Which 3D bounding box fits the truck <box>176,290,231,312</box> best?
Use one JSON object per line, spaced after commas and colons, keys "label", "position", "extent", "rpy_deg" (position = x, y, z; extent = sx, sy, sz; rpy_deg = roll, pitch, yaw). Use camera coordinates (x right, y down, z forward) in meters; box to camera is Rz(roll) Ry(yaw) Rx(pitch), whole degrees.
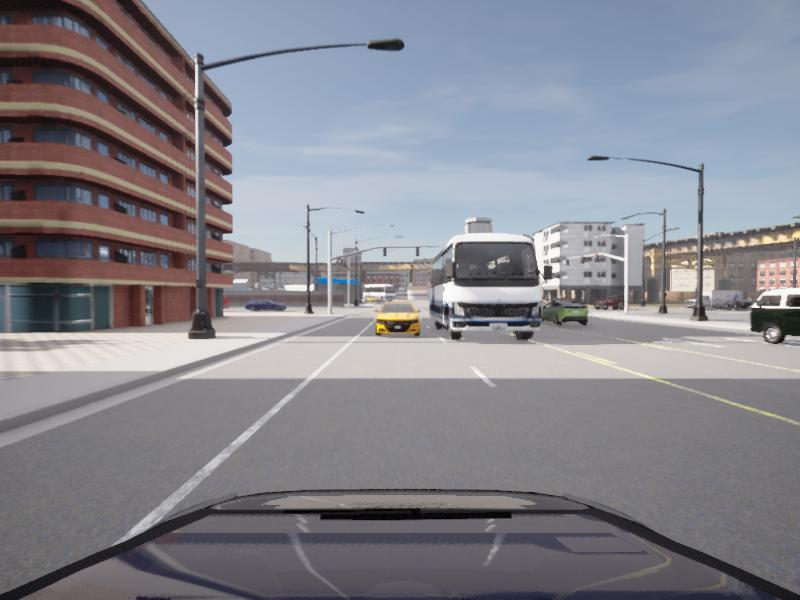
{"label": "truck", "position": [-23.032, 0.126, 47.127], "extent": [5.204, 2.467, 2.627], "rpy_deg": [1, 1, -2]}

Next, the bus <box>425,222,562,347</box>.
{"label": "bus", "position": [3.508, -0.545, 18.759], "extent": [3.944, 4.253, 10.273], "rpy_deg": [0, 0, 0]}

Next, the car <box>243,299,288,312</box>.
{"label": "car", "position": [-15.836, 0.650, 47.260], "extent": [4.674, 1.442, 1.812], "rpy_deg": [0, 1, -3]}

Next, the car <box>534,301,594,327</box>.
{"label": "car", "position": [10.370, 0.804, 25.717], "extent": [2.007, 1.525, 4.514], "rpy_deg": [0, 0, 0]}

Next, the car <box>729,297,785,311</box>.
{"label": "car", "position": [43.499, 0.529, 48.795], "extent": [5.238, 1.638, 1.930], "rpy_deg": [0, 1, -1]}

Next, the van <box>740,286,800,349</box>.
{"label": "van", "position": [13.887, 0.565, 12.882], "extent": [2.069, 2.038, 4.480], "rpy_deg": [0, 0, 0]}

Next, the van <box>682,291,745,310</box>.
{"label": "van", "position": [40.748, 0.075, 52.113], "extent": [6.366, 2.431, 2.351], "rpy_deg": [0, 1, 0]}

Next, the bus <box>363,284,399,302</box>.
{"label": "bus", "position": [-4.818, -1.694, 98.815], "extent": [3.944, 4.253, 10.273], "rpy_deg": [-1, 1, -35]}

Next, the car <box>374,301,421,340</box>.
{"label": "car", "position": [-0.097, 0.814, 18.433], "extent": [1.882, 1.535, 5.008], "rpy_deg": [0, 0, 0]}

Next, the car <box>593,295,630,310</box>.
{"label": "car", "position": [27.410, 0.346, 51.889], "extent": [3.866, 1.878, 1.905], "rpy_deg": [0, 1, -1]}
